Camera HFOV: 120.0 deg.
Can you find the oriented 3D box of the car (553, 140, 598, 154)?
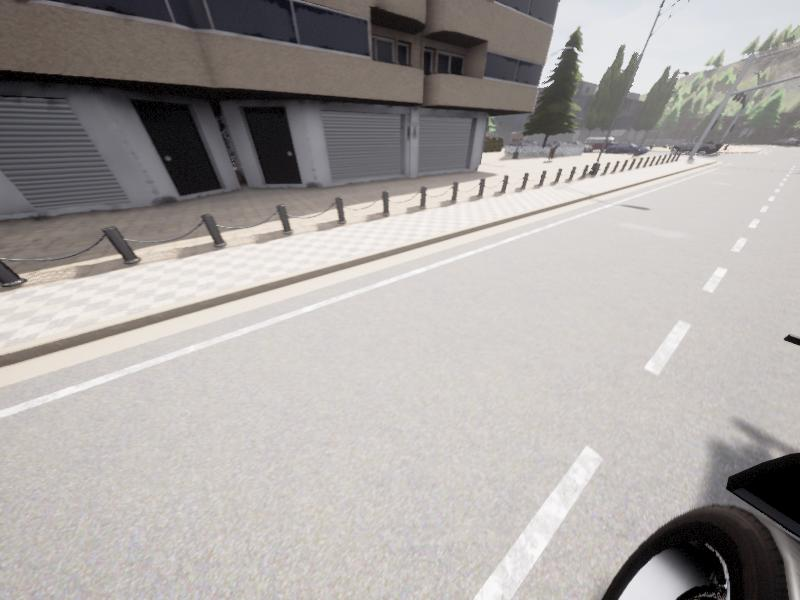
[{"bbox_3d":[27.695,-24.276,36.641,2.152,1.651,5.027,-22,40,-27],"label":"car"}]

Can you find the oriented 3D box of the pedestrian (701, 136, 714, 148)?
[{"bbox_3d":[60.760,-31.234,45.680,0.751,1.860,0.751,-26,42,-31],"label":"pedestrian"}]

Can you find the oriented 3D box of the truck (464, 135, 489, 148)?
[{"bbox_3d":[18.821,-39.220,57.169,2.627,2.467,5.204,-22,40,-27],"label":"truck"}]

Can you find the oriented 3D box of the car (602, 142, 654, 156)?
[{"bbox_3d":[31.486,-20.966,32.068,1.812,1.442,4.674,-21,40,-26],"label":"car"}]

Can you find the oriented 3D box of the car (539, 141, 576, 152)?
[{"bbox_3d":[28.027,-27.538,41.335,1.882,1.535,5.008,-22,40,-27],"label":"car"}]

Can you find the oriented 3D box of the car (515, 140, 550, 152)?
[{"bbox_3d":[23.616,-27.698,41.527,2.033,1.649,4.856,-22,40,-27],"label":"car"}]

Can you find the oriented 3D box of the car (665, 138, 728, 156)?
[{"bbox_3d":[40.096,-20.829,31.415,1.932,1.855,4.605,-16,38,-22],"label":"car"}]

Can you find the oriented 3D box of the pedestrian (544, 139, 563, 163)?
[{"bbox_3d":[14.332,-13.970,21.642,0.751,1.860,0.751,-28,44,-34],"label":"pedestrian"}]

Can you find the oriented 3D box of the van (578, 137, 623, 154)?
[{"bbox_3d":[31.743,-24.619,36.725,2.069,2.038,4.480,-22,41,-27],"label":"van"}]
